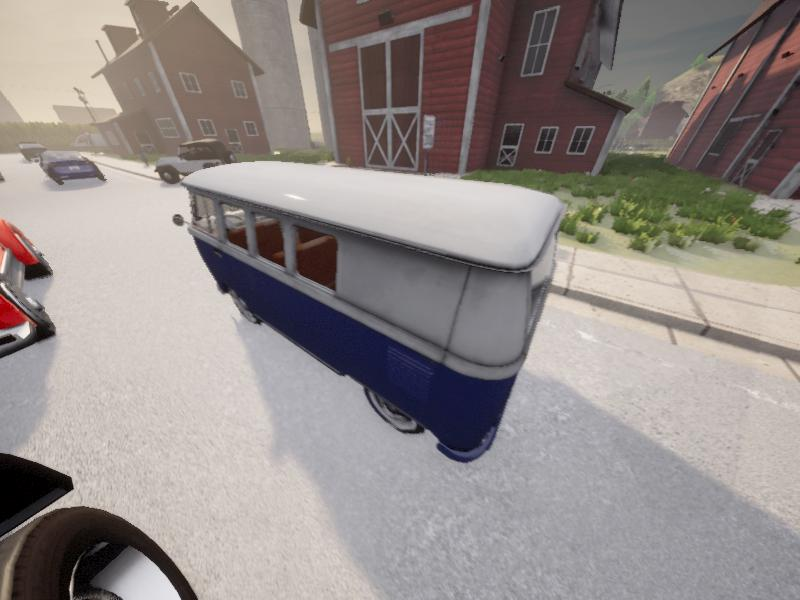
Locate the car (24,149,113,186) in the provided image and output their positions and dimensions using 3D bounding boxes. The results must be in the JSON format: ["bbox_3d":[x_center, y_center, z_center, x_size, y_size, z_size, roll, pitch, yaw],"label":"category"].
[{"bbox_3d":[-19.773,-7.997,13.778,4.792,1.488,2.163,22,41,28],"label":"car"}]

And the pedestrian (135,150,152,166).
[{"bbox_3d":[-21.080,-11.682,19.012,0.500,1.100,0.500,-28,44,-34],"label":"pedestrian"}]

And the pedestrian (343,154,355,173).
[{"bbox_3d":[-3.562,-9.492,16.071,0.500,1.100,0.500,21,40,27],"label":"pedestrian"}]

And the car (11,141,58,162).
[{"bbox_3d":[-39.567,-16.139,25.005,5.238,1.638,1.930,22,41,28],"label":"car"}]

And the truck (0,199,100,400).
[{"bbox_3d":[-6.574,-0.541,2.485,5.204,2.467,2.627,21,40,28],"label":"truck"}]

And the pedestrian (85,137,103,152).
[{"bbox_3d":[-45.997,-23.361,34.729,0.751,1.860,0.751,21,40,27],"label":"pedestrian"}]

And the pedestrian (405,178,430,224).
[{"bbox_3d":[0.486,-2.863,6.702,0.500,1.100,0.500,19,39,25],"label":"pedestrian"}]

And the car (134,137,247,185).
[{"bbox_3d":[-11.408,-7.812,12.959,3.866,1.878,1.905,-5,41,-5],"label":"car"}]

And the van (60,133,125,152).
[{"bbox_3d":[-51.502,-26.525,38.886,1.988,2.561,5.915,23,41,28],"label":"van"}]

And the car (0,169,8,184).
[{"bbox_3d":[-24.661,-7.482,13.104,4.181,1.385,1.994,22,41,28],"label":"car"}]

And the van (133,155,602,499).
[{"bbox_3d":[-0.779,-0.455,2.816,4.442,1.987,1.775,22,41,28],"label":"van"}]
